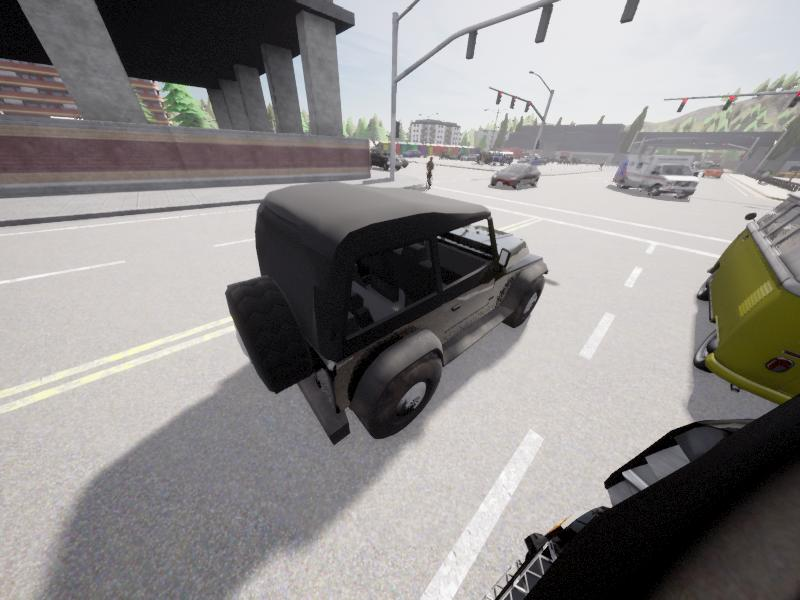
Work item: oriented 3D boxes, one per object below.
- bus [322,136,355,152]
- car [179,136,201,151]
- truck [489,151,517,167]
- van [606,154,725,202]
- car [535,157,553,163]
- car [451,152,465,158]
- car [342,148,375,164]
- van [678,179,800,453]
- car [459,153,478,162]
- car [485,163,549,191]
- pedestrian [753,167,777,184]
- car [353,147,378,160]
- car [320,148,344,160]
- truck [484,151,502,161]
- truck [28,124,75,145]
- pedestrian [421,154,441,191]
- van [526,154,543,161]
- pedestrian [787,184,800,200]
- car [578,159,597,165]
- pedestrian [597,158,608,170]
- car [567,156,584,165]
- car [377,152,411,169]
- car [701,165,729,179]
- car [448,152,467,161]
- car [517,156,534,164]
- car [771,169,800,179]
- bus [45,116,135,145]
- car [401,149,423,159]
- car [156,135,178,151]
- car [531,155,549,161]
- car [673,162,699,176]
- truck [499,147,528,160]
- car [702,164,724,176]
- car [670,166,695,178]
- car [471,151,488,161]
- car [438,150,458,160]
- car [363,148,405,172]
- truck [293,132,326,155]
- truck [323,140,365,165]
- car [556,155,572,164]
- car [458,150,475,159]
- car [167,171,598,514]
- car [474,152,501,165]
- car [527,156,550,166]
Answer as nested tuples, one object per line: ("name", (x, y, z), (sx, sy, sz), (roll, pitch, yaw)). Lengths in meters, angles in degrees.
("bus", (-21.740, -55.603, 82.256), (10.273, 4.253, 3.944), (-24, 42, -35))
("car", (-35.278, -26.259, 38.800), (1.905, 1.878, 3.866), (-24, 42, -35))
("truck", (17.536, -23.970, 39.259), (4.478, 2.038, 2.069), (-24, 42, -35))
("van", (18.665, -9.197, 16.986), (2.351, 2.431, 6.366), (9, 34, 11))
("car", (38.221, -37.167, 61.321), (5.357, 1.415, 2.033), (-24, 42, -35))
("car", (16.889, -42.131, 67.137), (3.905, 1.438, 1.784), (-24, 42, -35))
("car", (-5.930, -20.542, 32.878), (1.930, 1.638, 5.238), (-25, 42, -35))
("van", (5.426, -0.145, 2.782), (4.442, 1.987, 1.775), (-24, 42, -35))
("car", (14.799, -30.853, 50.036), (3.806, 1.475, 1.970), (-24, 42, -35))
("car", (8.685, -9.185, 17.059), (4.792, 1.488, 2.163), (-24, 42, -35))
("pedestrian", (45.758, -15.629, 28.979), (0.751, 1.860, 0.751), (-24, 42, -35))
("car", (-6.304, -26.682, 41.966), (2.097, 1.767, 4.553), (-25, 42, -35))
("car", (-11.181, -23.923, 37.727), (1.816, 1.474, 4.193), (-25, 42, -35))
("truck", (24.216, -37.506, 60.170), (4.478, 2.038, 2.069), (-24, 42, -35))
("truck", (-54.983, -26.151, 36.670), (2.615, 2.467, 5.204), (-24, 42, -35))
("pedestrian", (1.812, -7.515, 13.687), (0.751, 1.860, 0.751), (-5, 34, -11))
("van", (48.300, -51.248, 83.024), (2.069, 2.038, 4.480), (-23, 41, -33))
("pedestrian", (29.731, -8.292, 16.701), (0.751, 1.860, 0.751), (24, 39, 28))
("car", (57.015, -41.873, 70.135), (1.970, 1.475, 3.806), (-24, 42, -34))
("pedestrian", (37.438, -25.202, 42.777), (0.751, 1.860, 0.751), (-26, 43, -36))
("car", (46.724, -37.062, 61.380), (4.605, 1.855, 1.932), (-24, 42, -35))
("car", (-0.823, -17.114, 28.251), (1.816, 1.474, 4.193), (-25, 42, -35))
("car", (53.149, -21.709, 39.089), (4.553, 1.767, 2.097), (-24, 42, -35))
("car", (12.894, -32.150, 51.789), (3.905, 1.438, 1.784), (-24, 42, -35))
("car", (29.944, -33.429, 55.069), (3.806, 1.475, 1.970), (-24, 42, -35))
("car", (90.186, -28.791, 52.798), (1.801, 1.575, 5.366), (-24, 42, -35))
("bus", (-65.291, -36.018, 49.428), (10.273, 4.253, 3.944), (-24, 42, -35))
("car", (2.698, -33.630, 53.173), (4.611, 1.667, 2.242), (-24, 42, -35))
("car", (-37.485, -25.263, 37.131), (1.905, 1.878, 3.866), (-24, 42, -35))
("car", (51.252, -52.039, 84.791), (2.033, 1.649, 4.856), (-23, 41, -33))
("car", (52.889, -24.268, 42.699), (5.566, 2.045, 2.150), (-24, 42, -35))
("truck", (41.501, -53.751, 84.653), (2.891, 3.827, 8.468), (-23, 41, -33))
("car", (63.710, -26.532, 47.086), (3.866, 1.878, 1.905), (-24, 42, -35))
("car", (47.210, -21.412, 38.548), (5.357, 1.411, 2.033), (-25, 42, -35))
("car", (19.424, -35.264, 56.604), (3.866, 1.878, 1.905), (-24, 42, -35))
("car", (11.097, -33.485, 53.284), (4.605, 1.855, 1.932), (-24, 42, -35))
("car", (-1.823, -15.030, 24.672), (1.932, 1.855, 4.605), (-25, 42, -35))
("truck", (-19.119, -33.066, 48.779), (2.891, 3.827, 8.468), (-25, 42, -35))
("truck", (-7.121, -18.770, 29.366), (2.627, 2.467, 5.204), (-25, 42, -35))
("car", (44.859, -38.348, 63.182), (3.866, 1.878, 1.905), (-24, 42, -35))
("car", (18.757, -41.014, 65.214), (4.605, 1.855, 1.932), (-24, 42, -35))
("car", (0.273, -0.349, 2.785), (3.866, 1.878, 1.905), (-24, 42, -35))
("car", (15.572, -25.138, 41.041), (4.605, 1.855, 1.932), (-24, 42, -35))
("car", (28.817, -28.844, 47.942), (4.611, 1.667, 2.242), (-24, 42, -35))
